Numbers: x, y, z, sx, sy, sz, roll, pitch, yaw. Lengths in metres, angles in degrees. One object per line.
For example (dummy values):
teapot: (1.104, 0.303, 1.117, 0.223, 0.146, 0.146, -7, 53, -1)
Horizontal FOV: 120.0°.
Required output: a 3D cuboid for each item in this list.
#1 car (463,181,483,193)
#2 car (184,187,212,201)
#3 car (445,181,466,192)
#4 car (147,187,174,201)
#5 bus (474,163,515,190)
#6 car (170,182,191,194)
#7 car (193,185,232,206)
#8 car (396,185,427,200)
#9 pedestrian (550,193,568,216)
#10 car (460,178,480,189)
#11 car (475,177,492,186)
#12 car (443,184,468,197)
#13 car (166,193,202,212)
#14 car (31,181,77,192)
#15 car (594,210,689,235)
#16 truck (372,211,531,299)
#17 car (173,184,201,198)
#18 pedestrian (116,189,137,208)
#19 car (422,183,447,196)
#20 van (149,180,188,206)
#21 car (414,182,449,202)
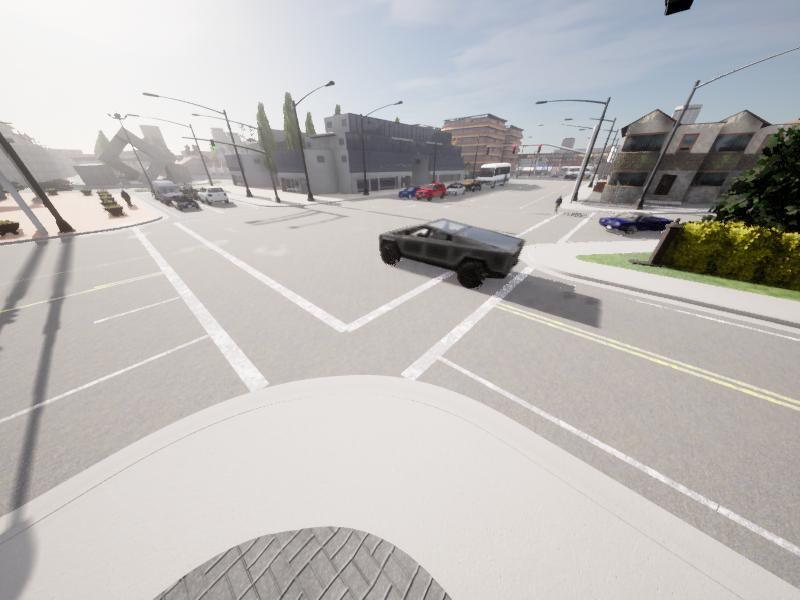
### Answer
car: (13.383, -20.697, 42.256, 1.816, 1.474, 4.193, 23, 38, 34)
car: (-29.555, -15.560, 33.787, 4.193, 1.474, 1.816, 23, 37, 34)
car: (10.656, -21.736, 44.166, 1.994, 1.385, 4.181, 24, 39, 35)
car: (-35.140, -15.621, 33.838, 3.633, 1.501, 1.845, 22, 37, 33)
bus: (19.637, -25.762, 47.774, 3.944, 4.253, 10.273, 23, 39, 34)
car: (-39.723, -20.263, 41.765, 1.930, 1.638, 5.238, -26, 39, -37)
car: (-24.089, -13.486, 29.622, 5.566, 2.045, 2.150, 23, 37, 34)
car: (1.789, -16.373, 35.030, 1.882, 1.535, 5.008, 22, 37, 34)
pedestrian: (15.308, -9.215, 22.306, 0.751, 1.860, 0.751, -26, 39, -37)
car: (14.715, -24.380, 48.283, 1.882, 1.535, 5.008, 23, 39, 34)
car: (19.038, -27.106, 52.717, 1.812, 1.442, 4.674, 23, 39, 34)
car: (9.175, -18.068, 37.952, 1.812, 1.442, 4.674, 23, 38, 34)
car: (-24.281, -11.043, 25.962, 4.193, 1.474, 1.816, 23, 37, 34)
car: (-66.894, -22.091, 44.786, 4.553, 1.767, 2.097, -3, 30, -5)
car: (17.363, -5.645, 16.789, 4.718, 1.301, 1.895, -2, 30, -4)
truck: (1.887, -2.386, 10.359, 6.274, 2.098, 2.390, 21, 36, 32)
car: (-34.663, -17.825, 37.543, 5.238, 1.638, 1.930, 23, 37, 34)
pedestrian: (-30.664, -11.431, 25.901, 0.751, 1.860, 0.751, 22, 37, 33)
car: (5.948, -18.877, 39.331, 1.837, 1.490, 4.892, 22, 38, 34)
van: (-29.986, -13.922, 29.886, 5.915, 2.561, 1.988, 23, 37, 34)
car: (4.495, -15.481, 32.969, 2.150, 2.045, 5.566, 23, 37, 34)
